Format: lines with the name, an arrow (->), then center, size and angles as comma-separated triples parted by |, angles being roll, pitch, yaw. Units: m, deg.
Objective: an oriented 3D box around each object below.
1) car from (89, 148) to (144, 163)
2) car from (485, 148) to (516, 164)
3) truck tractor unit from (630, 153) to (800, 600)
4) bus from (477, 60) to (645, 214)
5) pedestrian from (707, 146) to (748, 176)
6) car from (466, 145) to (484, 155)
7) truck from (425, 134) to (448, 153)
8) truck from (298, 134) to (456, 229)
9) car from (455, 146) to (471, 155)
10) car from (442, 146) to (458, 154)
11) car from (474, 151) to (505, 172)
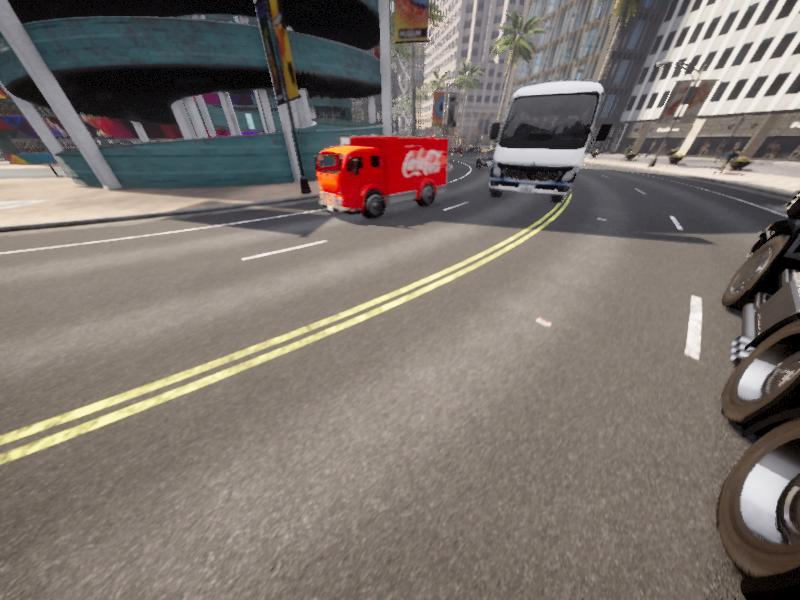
car -> -38.292, -19.783, 31.431 | 2.128, 1.511, 4.902 | -7, 35, -10
car -> 13.110, -19.016, 30.454 | 2.007, 1.525, 4.514 | -2, 34, -2
truck tractor unit -> 4.904, -0.468, 1.021 | 6.516, 4.208, 3.053 | -26, 42, -32
bus -> 7.806, -8.205, 12.282 | 3.944, 4.253, 10.273 | 18, 38, 24
pedestrian -> 24.243, -10.312, 17.137 | 0.751, 1.860, 0.751 | 12, 36, 17
car -> 16.003, -32.313, 49.779 | 1.851, 1.617, 3.988 | -7, 35, -10
truck -> 9.384, -41.073, 60.599 | 2.891, 3.827, 8.468 | -7, 35, -10
truck -> -0.563, -4.889, 9.025 | 2.627, 2.467, 5.204 | 30, 44, 35
car -> 12.947, -30.888, 47.744 | 1.789, 1.549, 3.705 | -7, 35, -10
car -> 11.549, -34.492, 53.174 | 1.994, 1.385, 4.181 | -7, 35, -10
car -> 8.798, -13.958, 23.091 | 2.128, 1.511, 4.902 | 7, 35, 9
